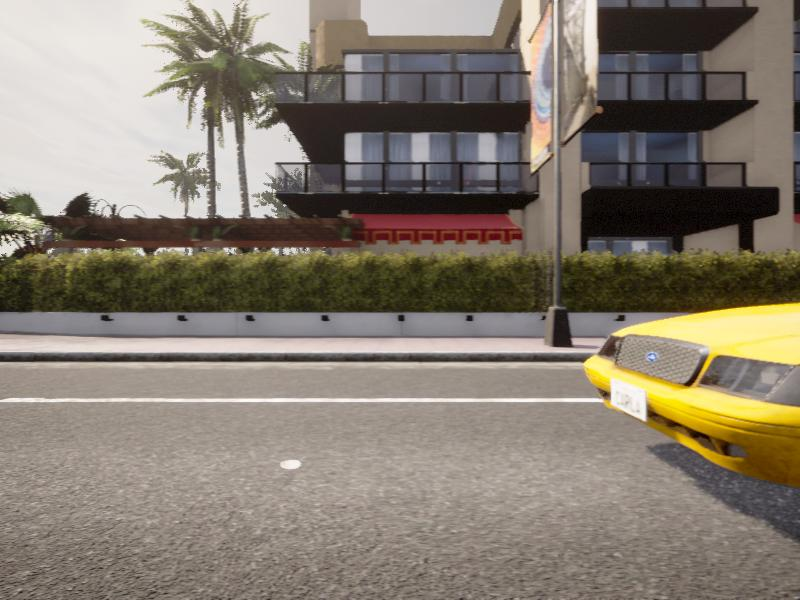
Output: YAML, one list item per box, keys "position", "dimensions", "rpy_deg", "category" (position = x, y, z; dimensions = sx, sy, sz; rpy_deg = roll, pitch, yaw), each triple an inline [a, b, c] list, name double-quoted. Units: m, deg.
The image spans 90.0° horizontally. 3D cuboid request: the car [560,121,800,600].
- position: [3.927, 0.201, 2.201]
  dimensions: [5.366, 1.575, 1.801]
  rpy_deg: [0, 0, 0]
  category: "car"
